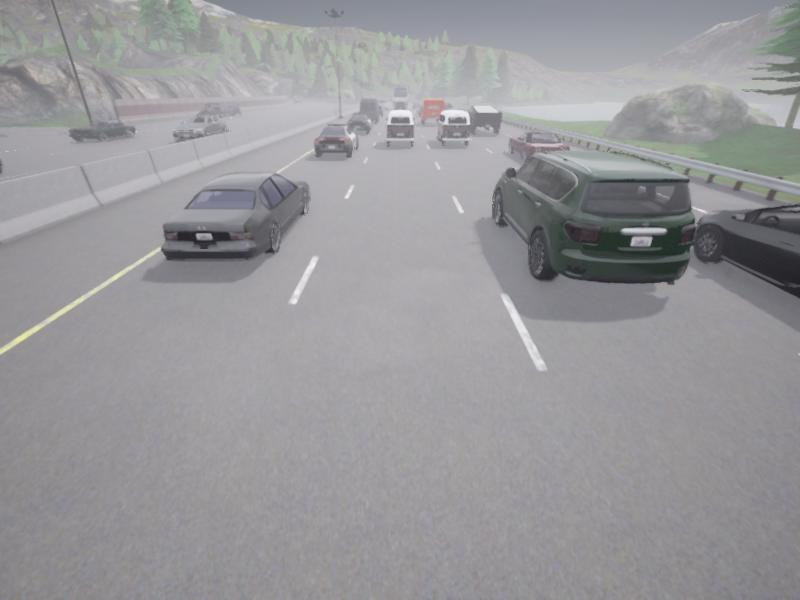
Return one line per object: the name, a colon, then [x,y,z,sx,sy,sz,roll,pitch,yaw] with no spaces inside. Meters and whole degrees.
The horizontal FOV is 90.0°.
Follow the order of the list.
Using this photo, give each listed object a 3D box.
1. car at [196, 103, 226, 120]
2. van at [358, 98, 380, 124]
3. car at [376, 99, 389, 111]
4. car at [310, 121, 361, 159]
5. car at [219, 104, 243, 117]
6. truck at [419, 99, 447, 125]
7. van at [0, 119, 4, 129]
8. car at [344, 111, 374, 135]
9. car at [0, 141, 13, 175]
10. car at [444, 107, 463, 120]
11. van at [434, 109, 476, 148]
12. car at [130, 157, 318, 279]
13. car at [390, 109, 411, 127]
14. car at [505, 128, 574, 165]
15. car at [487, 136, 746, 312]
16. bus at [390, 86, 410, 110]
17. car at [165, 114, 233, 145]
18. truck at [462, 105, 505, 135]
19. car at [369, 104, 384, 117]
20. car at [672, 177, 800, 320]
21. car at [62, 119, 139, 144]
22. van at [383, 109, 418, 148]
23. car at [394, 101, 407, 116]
car: [-24.441,-24.490,51.825,1.905,1.878,3.866,0,27,0]
van: [-3.441,-21.735,45.848,1.988,2.561,5.915,0,27,0]
car: [-3.411,-38.263,78.363,2.150,2.045,5.566,0,27,0]
car: [-3.473,-9.088,22.482,2.038,1.542,4.974,0,27,0]
car: [-24.434,-27.531,58.059,1.789,1.549,3.705,0,27,0]
truck: [3.556,-20.933,44.391,2.627,2.467,5.204,0,27,0]
van: [-38.282,-15.983,34.198,5.915,2.561,1.988,0,27,0]
car: [-3.457,-15.384,34.660,2.038,1.542,4.974,0,27,0]
car: [-17.481,-5.167,14.575,2.097,1.767,4.553,0,27,0]
car: [7.061,-24.794,53.148,1.895,1.301,4.718,0,27,0]
van: [3.534,-11.480,26.573,2.069,2.038,4.480,0,27,0]
car: [-3.485,-2.239,9.383,2.033,1.411,5.357,0,27,0]
car: [0.049,-19.048,41.782,2.128,1.511,4.902,0,27,0]
car: [7.026,-8.033,20.727,1.895,1.301,4.718,0,27,0]
car: [3.512,-2.003,8.237,2.150,2.045,5.566,0,28,0]
bus: [-0.020,-43.644,86.363,3.944,4.253,10.273,0,27,0]
car: [-13.965,-12.130,28.240,2.152,1.651,5.027,0,27,0]
truck: [7.041,-15.654,34.593,2.390,2.098,6.274,0,27,0]
car: [-3.431,-28.022,59.113,2.007,1.525,4.514,0,27,0]
car: [7.010,-0.798,6.479,2.007,1.525,4.514,0,27,0]
car: [-20.967,-12.011,28.345,1.895,1.301,4.718,0,27,0]
van: [0.031,-11.408,26.421,2.069,2.038,4.480,0,27,0]
car: [0.072,-29.536,61.676,1.905,1.878,3.866,0,27,0]
